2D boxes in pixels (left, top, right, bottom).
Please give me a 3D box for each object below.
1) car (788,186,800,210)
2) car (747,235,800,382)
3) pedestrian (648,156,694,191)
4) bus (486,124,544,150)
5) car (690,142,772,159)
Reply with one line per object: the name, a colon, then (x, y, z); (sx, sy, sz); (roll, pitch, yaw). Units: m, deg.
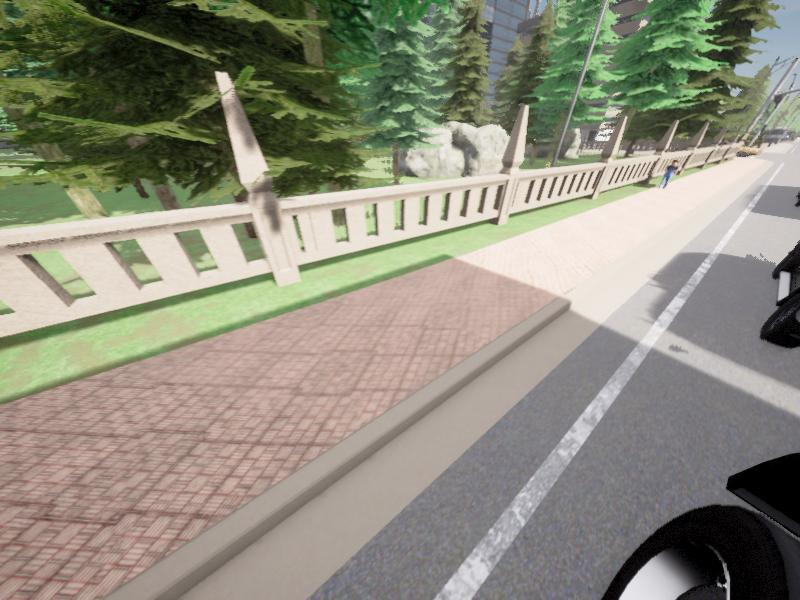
car: (16.364, -4.161, 8.344); (3.633, 1.501, 1.845); (-22, 41, -28)
car: (6.623, -0.326, 2.689); (4.605, 1.855, 1.932); (-22, 40, -28)
pedestrian: (12.437, -5.838, 10.645); (0.751, 1.300, 0.751); (-22, 41, -27)
bus: (24.964, -36.063, 51.129); (3.944, 4.253, 10.273); (-22, 41, -28)
car: (40.126, -18.381, 28.263); (1.801, 1.575, 5.366); (-18, 39, -23)
